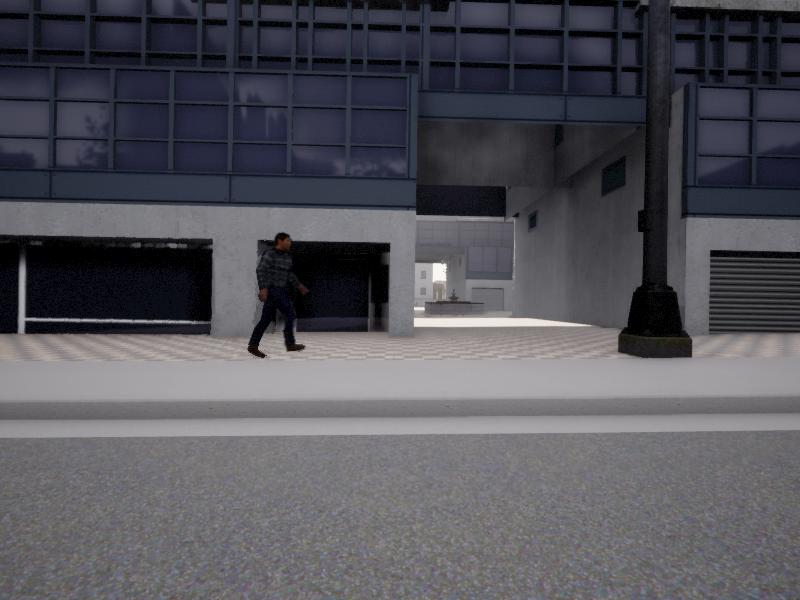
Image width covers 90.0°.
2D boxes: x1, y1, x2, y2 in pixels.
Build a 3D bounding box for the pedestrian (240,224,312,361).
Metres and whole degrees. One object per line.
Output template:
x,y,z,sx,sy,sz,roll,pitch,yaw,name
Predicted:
-1.775,-0.108,5.840,0.751,1.860,0.751,1,0,4,pedestrian
